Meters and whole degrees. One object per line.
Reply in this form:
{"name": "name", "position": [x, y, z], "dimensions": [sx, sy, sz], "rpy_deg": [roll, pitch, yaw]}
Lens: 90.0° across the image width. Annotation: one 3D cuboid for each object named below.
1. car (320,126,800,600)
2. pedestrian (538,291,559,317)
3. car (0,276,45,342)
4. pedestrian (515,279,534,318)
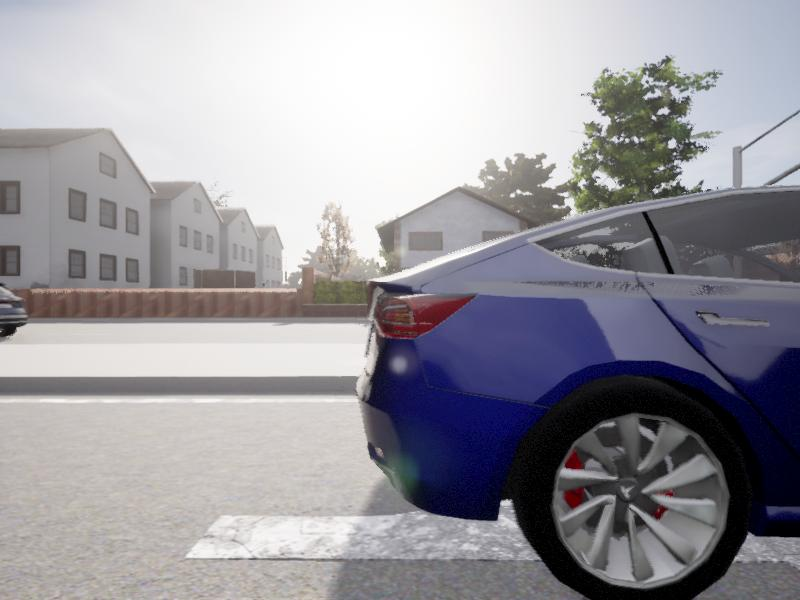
{"name": "car", "position": [2.176, 0.255, 2.199], "dimensions": [4.792, 1.488, 2.163], "rpy_deg": [0, 0, 0]}
{"name": "pedestrian", "position": [7.313, 0.195, 19.775], "dimensions": [0.751, 1.300, 0.751], "rpy_deg": [0, 0, 0]}
{"name": "car", "position": [-12.432, 0.233, 10.272], "dimensions": [4.856, 1.649, 2.033], "rpy_deg": [0, 0, 0]}
{"name": "pedestrian", "position": [6.067, -0.083, 19.536], "dimensions": [0.751, 1.860, 0.751], "rpy_deg": [0, 0, 7]}
